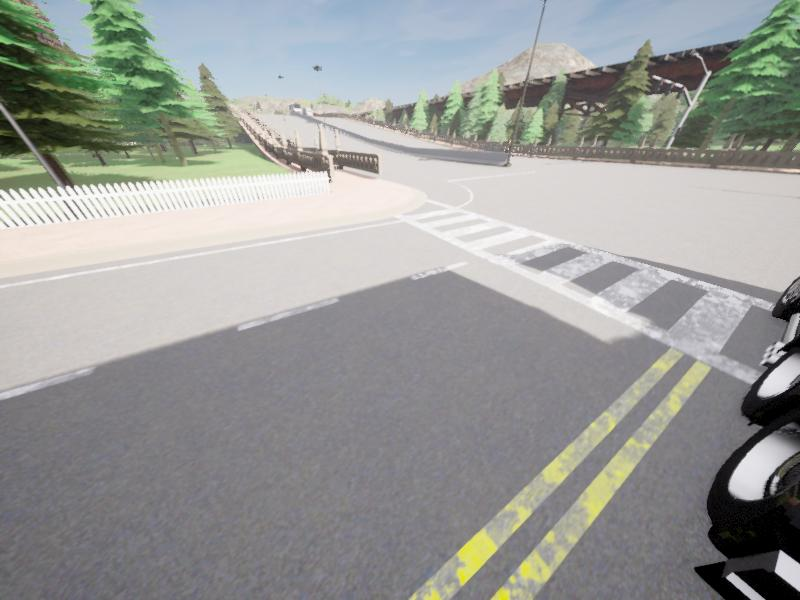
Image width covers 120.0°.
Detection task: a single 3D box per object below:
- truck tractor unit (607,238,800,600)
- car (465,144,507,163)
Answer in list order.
[{"bbox_3d":[5.063,-0.346,0.844,6.516,4.208,3.053,-20,40,-26],"label":"truck tractor unit"},{"bbox_3d":[10.870,-18.785,29.516,2.097,1.767,4.553,-19,39,-26],"label":"car"}]
